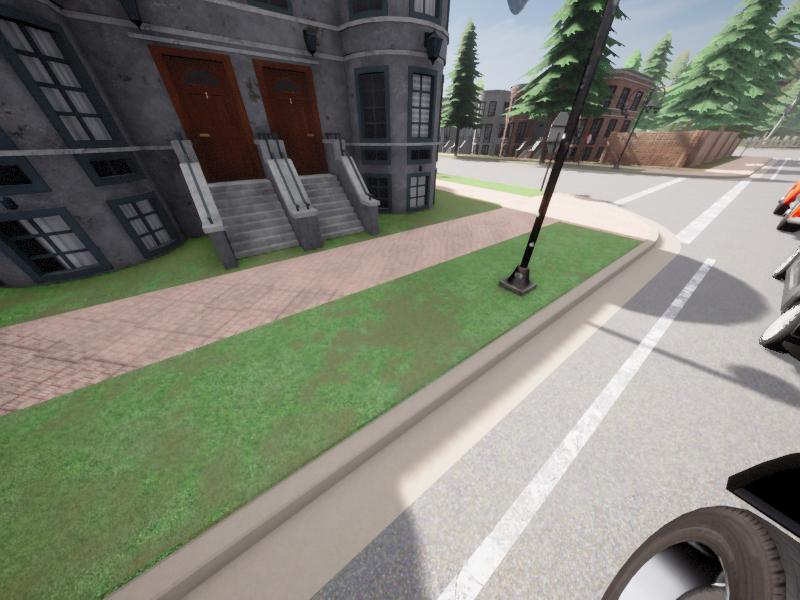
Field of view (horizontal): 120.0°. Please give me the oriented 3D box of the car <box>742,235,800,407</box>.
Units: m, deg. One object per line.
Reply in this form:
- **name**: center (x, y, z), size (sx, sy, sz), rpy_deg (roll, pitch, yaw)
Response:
- **car**: center (6.554, -0.173, 2.708), size (5.238, 1.638, 1.930), rpy_deg (-22, 41, -28)

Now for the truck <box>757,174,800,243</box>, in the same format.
- **truck**: center (12.784, -3.057, 6.021), size (5.204, 2.467, 2.627), rpy_deg (-22, 41, -28)
